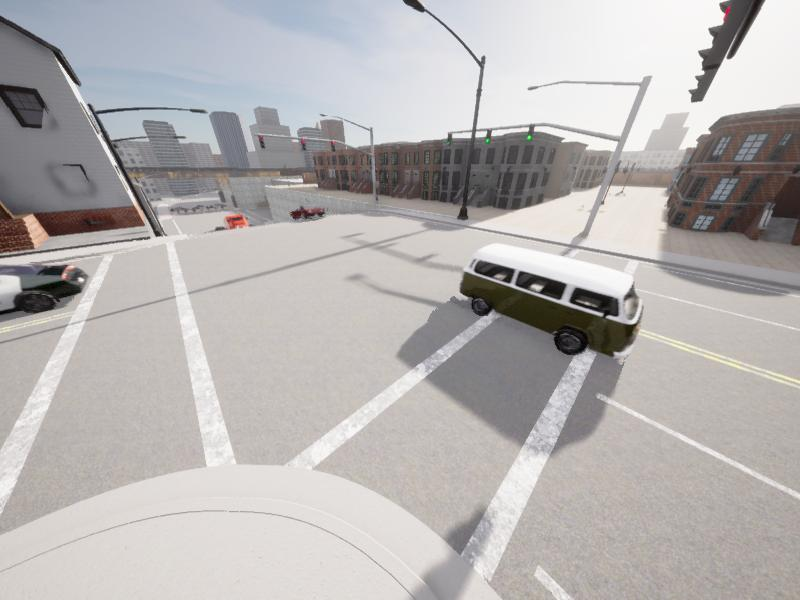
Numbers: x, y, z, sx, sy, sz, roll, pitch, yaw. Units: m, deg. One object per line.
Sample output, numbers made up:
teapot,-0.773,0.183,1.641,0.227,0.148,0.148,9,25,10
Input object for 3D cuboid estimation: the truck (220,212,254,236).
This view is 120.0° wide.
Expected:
truck,-23.612,-10.889,33.345,2.627,2.467,5.204,-26,25,-37

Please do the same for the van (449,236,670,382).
van,3.992,-0.221,6.659,2.069,2.038,4.480,-26,38,-37

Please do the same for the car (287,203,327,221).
car,-9.605,-8.963,23.686,1.895,1.301,4.718,-26,29,-37

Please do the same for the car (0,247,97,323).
car,-13.468,-0.084,6.925,4.974,1.542,2.038,-26,39,-37
